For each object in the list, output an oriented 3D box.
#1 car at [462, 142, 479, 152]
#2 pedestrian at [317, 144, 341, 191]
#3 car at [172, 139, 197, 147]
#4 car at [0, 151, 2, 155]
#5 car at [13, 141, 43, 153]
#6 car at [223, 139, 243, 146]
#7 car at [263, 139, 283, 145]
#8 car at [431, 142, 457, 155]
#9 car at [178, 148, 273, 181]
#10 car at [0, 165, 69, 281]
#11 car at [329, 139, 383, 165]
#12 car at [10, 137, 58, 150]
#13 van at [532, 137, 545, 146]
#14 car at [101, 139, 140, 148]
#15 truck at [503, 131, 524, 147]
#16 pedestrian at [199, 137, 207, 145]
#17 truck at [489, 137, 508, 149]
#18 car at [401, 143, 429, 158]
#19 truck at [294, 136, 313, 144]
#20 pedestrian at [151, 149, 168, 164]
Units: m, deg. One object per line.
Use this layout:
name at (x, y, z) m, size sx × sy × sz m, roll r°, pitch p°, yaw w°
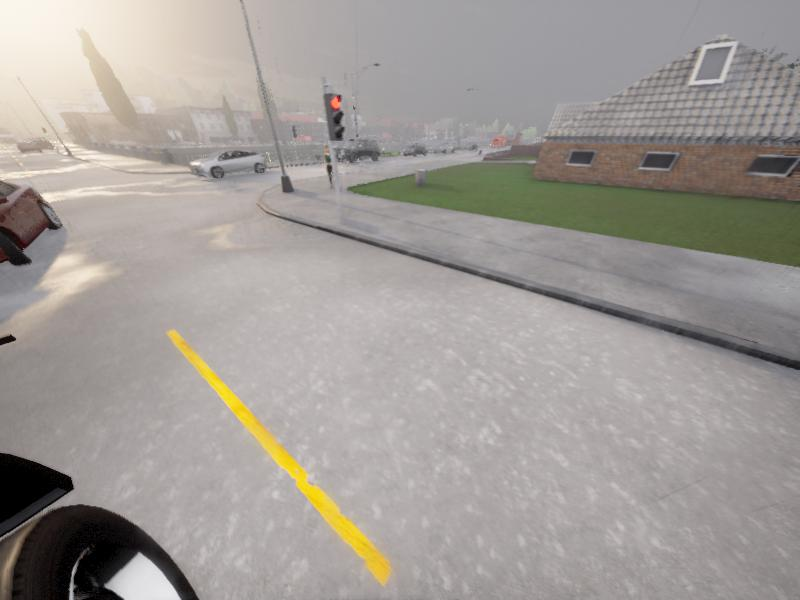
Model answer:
car at (13.993, -30.435, 45.825) m, size 1.789 × 1.549 × 3.705 m, roll 22°, pitch 40°, yaw 28°
pedestrian at (-3.292, -6.249, 10.898) m, size 0.751 × 1.860 × 0.751 m, roll -6°, pitch 36°, yaw -8°
car at (-54.771, -40.119, 58.867) m, size 1.851 × 1.617 × 3.988 m, roll 22°, pitch 41°, yaw 28°
car at (-55.138, -20.056, 30.500) m, size 4.974 × 1.542 × 2.038 m, roll 23°, pitch 41°, yaw 29°
car at (-58.534, -24.106, 36.344) m, size 4.181 × 1.385 × 1.994 m, roll 22°, pitch 41°, yaw 28°
car at (-48.117, -45.576, 66.663) m, size 1.851 × 1.617 × 3.988 m, roll 22°, pitch 41°, yaw 28°
car at (-41.058, -51.377, 74.920) m, size 1.930 × 1.638 × 5.238 m, roll 22°, pitch 41°, yaw 28°
car at (7.206, -24.866, 37.884) m, size 2.038 × 1.542 × 4.974 m, roll 22°, pitch 41°, yaw 28°
car at (-11.490, -9.313, 15.675) m, size 2.007 × 1.525 × 4.514 m, roll 19°, pitch 39°, yaw 25°
car at (-9.677, -1.763, 4.982) m, size 1.882 × 1.535 × 5.008 m, roll -28°, pitch 44°, yaw -33°
car at (-4.366, -15.596, 24.200) m, size 2.150 × 2.045 × 5.566 m, roll 23°, pitch 40°, yaw 28°
car at (-66.610, -28.581, 42.159) m, size 1.905 × 1.878 × 3.866 m, roll 4°, pitch 35°, yaw 5°
van at (47.277, -54.049, 78.829) m, size 2.351 × 2.431 × 6.366 m, roll 22°, pitch 41°, yaw 28°
car at (-61.537, -34.571, 50.929) m, size 2.152 × 1.651 × 5.027 m, roll 22°, pitch 41°, yaw 28°
truck at (33.432, -47.299, 67.924) m, size 2.891 × 3.827 × 8.468 m, roll 22°, pitch 41°, yaw 28°
pedestrian at (-54.719, -44.098, 64.065) m, size 0.751 × 1.860 × 0.751 m, roll -4°, pitch 35°, yaw -7°
truck at (24.840, -39.700, 58.254) m, size 2.627 × 2.467 × 5.204 m, roll 22°, pitch 41°, yaw 28°
car at (2.088, -20.703, 31.873) m, size 1.851 × 1.617 × 3.988 m, roll 22°, pitch 41°, yaw 28°
truck at (-34.341, -57.219, 82.550) m, size 2.627 × 2.467 × 5.204 m, roll 22°, pitch 40°, yaw 28°
pedestrian at (-21.425, -12.755, 20.593) m, size 0.500 × 1.100 × 0.500 m, roll 22°, pitch 41°, yaw 28°
